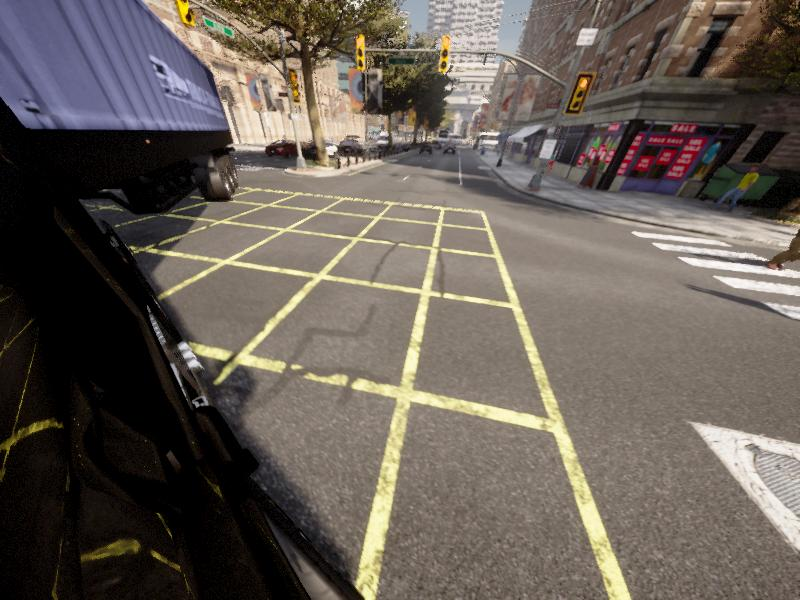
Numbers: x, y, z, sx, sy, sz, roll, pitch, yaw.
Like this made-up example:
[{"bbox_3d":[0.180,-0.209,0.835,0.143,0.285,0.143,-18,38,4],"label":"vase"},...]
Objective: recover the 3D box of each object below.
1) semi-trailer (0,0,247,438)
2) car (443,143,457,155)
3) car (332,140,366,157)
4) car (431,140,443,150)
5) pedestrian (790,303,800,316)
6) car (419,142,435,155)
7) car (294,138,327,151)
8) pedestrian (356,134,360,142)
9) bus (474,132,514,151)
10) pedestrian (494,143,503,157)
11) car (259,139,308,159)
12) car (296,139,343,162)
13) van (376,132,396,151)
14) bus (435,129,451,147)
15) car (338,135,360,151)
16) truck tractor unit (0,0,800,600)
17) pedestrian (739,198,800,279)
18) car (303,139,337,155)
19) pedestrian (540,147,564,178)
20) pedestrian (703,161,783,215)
[{"bbox_3d":[-6.585,-4.423,5.653,2.717,4.402,14.254,-13,38,-21],"label":"semi-trailer"},{"bbox_3d":[9.025,-27.009,41.179,2.038,1.542,4.974,9,36,8],"label":"car"},{"bbox_3d":[-6.016,-18.377,27.915,2.033,1.411,5.357,9,36,8],"label":"car"},{"bbox_3d":[8.659,-35.961,53.626,2.033,1.649,4.856,9,36,8],"label":"car"},{"bbox_3d":[7.269,-0.299,3.210,0.751,1.860,0.751,9,36,8],"label":"pedestrian"},{"bbox_3d":[4.368,-24.164,36.824,1.837,1.490,4.892,9,36,8],"label":"car"},{"bbox_3d":[-11.996,-21.101,31.315,1.895,1.301,4.718,9,36,8],"label":"car"},{"bbox_3d":[-11.311,-44.099,62.872,0.751,1.860,0.751,9,36,8],"label":"pedestrian"},{"bbox_3d":[28.524,-48.787,71.023,10.273,4.253,3.944,9,36,7],"label":"bus"},{"bbox_3d":[15.359,-23.286,35.892,0.751,1.860,0.751,19,38,20],"label":"pedestrian"},{"bbox_3d":[-11.009,-14.612,22.235,1.994,1.385,4.181,9,36,8],"label":"car"},{"bbox_3d":[-7.479,-14.441,22.151,2.038,1.542,4.974,9,36,8],"label":"car"},{"bbox_3d":[-2.459,-28.511,41.452,1.988,2.561,5.915,9,36,8],"label":"van"},{"bbox_3d":[13.834,-51.381,73.442,3.944,4.253,10.273,9,36,8],"label":"bus"},{"bbox_3d":[-7.666,-23.952,35.174,1.905,1.878,3.866,9,36,8],"label":"car"},{"bbox_3d":[-2.645,-0.295,0.351,6.516,4.208,3.053,28,44,30],"label":"truck tractor unit"},{"bbox_3d":[9.005,-1.487,5.023,0.751,1.860,0.751,11,36,11],"label":"pedestrian"},{"bbox_3d":[-9.554,-18.575,27.920,1.994,1.385,4.181,10,36,9],"label":"car"},{"bbox_3d":[11.263,-10.206,17.188,0.751,1.860,0.751,10,36,9],"label":"pedestrian"},{"bbox_3d":[14.148,-4.642,9.620,0.751,1.860,0.751,9,36,7],"label":"pedestrian"}]
